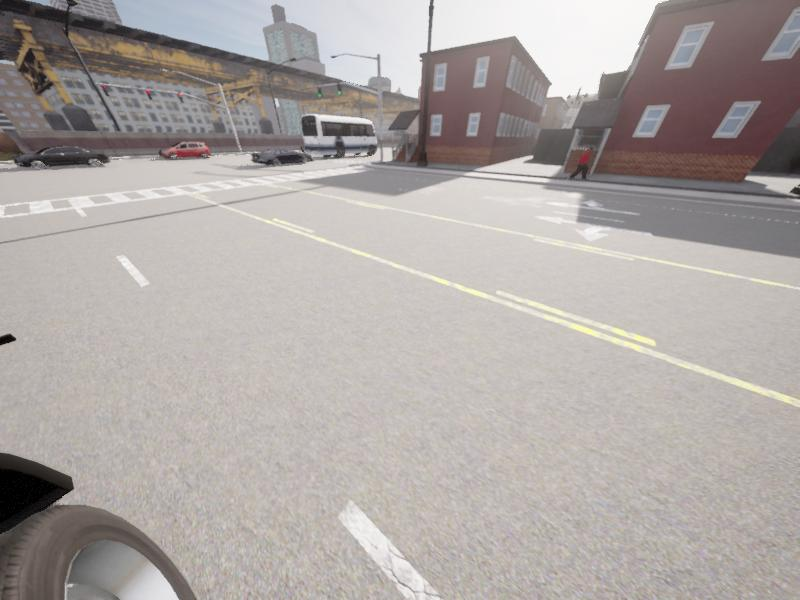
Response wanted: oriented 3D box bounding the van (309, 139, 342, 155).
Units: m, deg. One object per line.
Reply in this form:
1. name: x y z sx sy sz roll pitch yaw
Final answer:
1. van: -11.354 -23.568 35.492 1.775 1.987 4.442 23 41 29

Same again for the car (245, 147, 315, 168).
1. car: -10.939 -13.420 21.596 2.033 1.411 5.357 23 41 29

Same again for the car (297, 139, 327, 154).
1. car: -14.071 -24.824 37.321 1.905 1.878 3.866 23 41 29

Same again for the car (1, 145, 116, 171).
1. car: -26.747 -11.371 18.382 1.837 1.490 4.892 23 41 29

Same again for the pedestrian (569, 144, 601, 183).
1. pedestrian: 10.551 -7.813 13.221 0.751 1.860 0.751 22 40 28

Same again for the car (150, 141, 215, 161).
1. car: -24.237 -16.809 25.986 2.242 1.667 4.611 23 41 29

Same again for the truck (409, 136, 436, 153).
1. truck: 4.210 -29.078 43.109 2.627 2.467 5.204 23 41 29

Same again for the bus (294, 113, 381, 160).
1. bus: -7.352 -20.905 29.796 3.944 4.253 10.273 23 41 29
